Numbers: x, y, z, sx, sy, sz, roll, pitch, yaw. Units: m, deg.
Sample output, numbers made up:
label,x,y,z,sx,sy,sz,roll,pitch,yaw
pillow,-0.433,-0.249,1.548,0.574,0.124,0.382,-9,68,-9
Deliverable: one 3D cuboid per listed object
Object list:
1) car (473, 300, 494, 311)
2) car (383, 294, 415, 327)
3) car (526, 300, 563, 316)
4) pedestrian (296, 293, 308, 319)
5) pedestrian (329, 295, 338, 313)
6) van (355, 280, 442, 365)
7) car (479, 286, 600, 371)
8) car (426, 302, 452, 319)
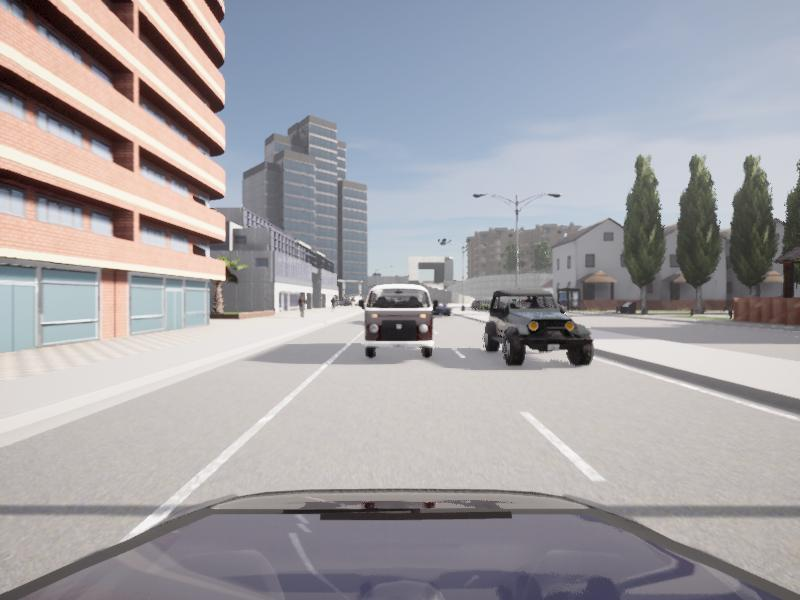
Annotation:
label,x,y,z,sx,sy,sz,roll,pitch,yaw
car,11.420,0.744,55.116,2.007,1.525,4.514,0,0,1
car,-0.077,0.604,26.105,1.932,1.855,4.605,0,2,0
car,14.879,0.759,41.550,2.038,1.542,4.974,0,0,0
pedestrian,-7.202,0.436,29.372,0.751,1.860,0.751,0,0,-8
pedestrian,-7.205,0.416,43.401,0.751,1.860,0.751,0,0,1
van,-0.038,0.555,11.820,2.069,2.038,4.480,0,0,0
car,3.465,0.629,10.759,1.905,1.878,3.866,0,0,0
car,3.394,0.889,35.550,1.895,1.301,4.718,0,0,0
